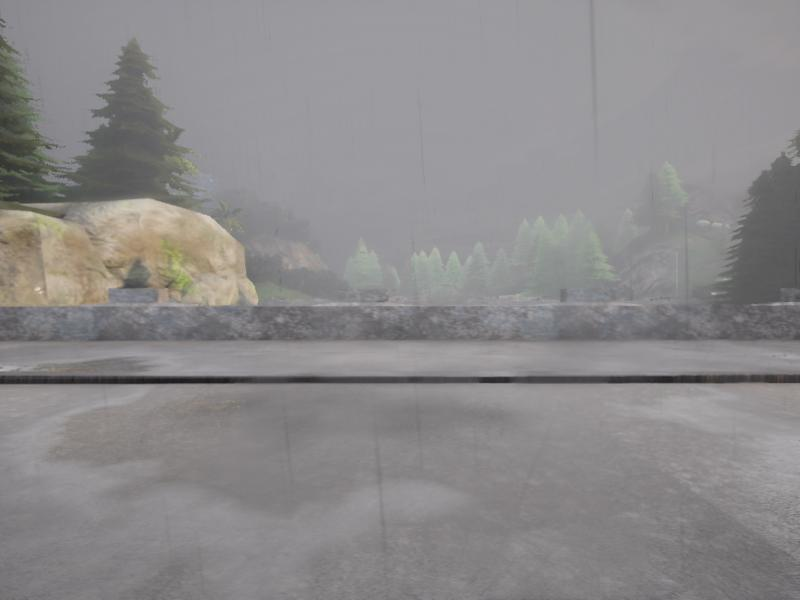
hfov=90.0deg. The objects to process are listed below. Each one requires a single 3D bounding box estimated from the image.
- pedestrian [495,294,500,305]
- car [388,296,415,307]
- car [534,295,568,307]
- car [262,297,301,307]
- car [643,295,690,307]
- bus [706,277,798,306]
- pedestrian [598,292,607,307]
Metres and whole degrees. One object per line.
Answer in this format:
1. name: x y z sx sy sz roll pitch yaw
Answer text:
1. pedestrian: 15.999 -0.090 65.510 0.751 1.860 0.751 0 0 8
2. car: 0.191 0.254 56.211 3.806 1.475 1.970 0 0 0
3. car: 21.194 0.158 56.227 3.988 1.617 1.851 0 0 0
4. car: -16.632 0.270 56.198 4.892 1.490 1.837 0 0 0
5. car: 37.403 0.116 56.245 5.238 1.638 1.930 0 0 0
6. bus: 52.669 -1.216 60.138 10.273 4.253 3.944 0 0 0
7. pedestrian: 25.759 -0.104 50.966 0.751 1.860 0.751 0 0 0
